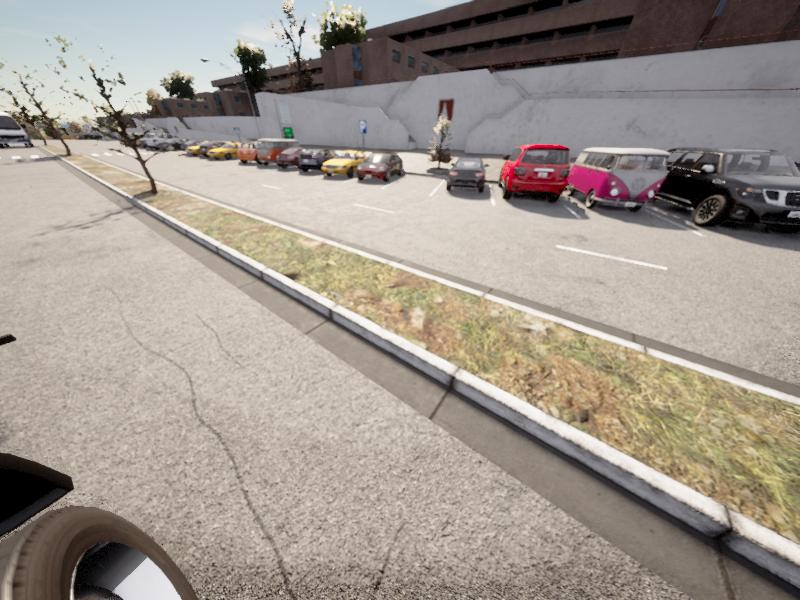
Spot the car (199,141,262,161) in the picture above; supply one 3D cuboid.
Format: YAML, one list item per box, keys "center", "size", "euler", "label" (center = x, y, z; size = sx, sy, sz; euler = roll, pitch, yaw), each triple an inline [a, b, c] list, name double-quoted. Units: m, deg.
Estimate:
- center: [-18.040, -16.188, 24.997]
  size: [1.946, 1.575, 5.366]
  euler: [11, 36, 12]
  label: "car"

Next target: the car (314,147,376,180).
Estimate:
- center: [-3.606, -9.862, 16.485]
  size: [1.946, 1.575, 5.366]
  euler: [10, 36, 13]
  label: "car"

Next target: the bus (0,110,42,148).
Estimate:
- center: [-59.732, -25.742, 35.079]
  size: [10.273, 4.253, 3.944]
  euler: [22, 41, 29]
  label: "bus"

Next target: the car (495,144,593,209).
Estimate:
- center: [6.069, -6.040, 10.790]
  size: [2.435, 2.045, 5.566]
  euler: [10, 36, 13]
  label: "car"

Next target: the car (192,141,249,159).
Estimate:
- center: [-20.389, -17.342, 26.598]
  size: [2.163, 1.488, 4.792]
  euler: [10, 36, 13]
  label: "car"

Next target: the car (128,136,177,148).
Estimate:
- center: [-41.971, -26.941, 39.456]
  size: [1.946, 1.575, 5.366]
  euler: [10, 36, 13]
  label: "car"

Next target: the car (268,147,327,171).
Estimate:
- center: [-8.376, -12.022, 19.503]
  size: [2.002, 1.452, 4.674]
  euler: [10, 36, 13]
  label: "car"

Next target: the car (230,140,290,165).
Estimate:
- center: [-13.190, -14.252, 22.224]
  size: [2.185, 1.767, 4.553]
  euler: [10, 36, 13]
  label: "car"

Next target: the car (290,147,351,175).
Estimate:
- center: [-5.962, -10.998, 18.103]
  size: [2.163, 1.488, 4.792]
  euler: [10, 36, 13]
  label: "car"

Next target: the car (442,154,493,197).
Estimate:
- center: [3.653, -6.814, 12.363]
  size: [2.002, 1.452, 4.674]
  euler: [10, 36, 13]
  label: "car"

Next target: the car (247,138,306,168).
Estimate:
- center: [-10.795, -13.226, 20.678]
  size: [1.878, 1.987, 4.442]
  euler: [11, 36, 12]
  label: "car"

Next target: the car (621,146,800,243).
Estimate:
- center: [10.871, -3.952, 7.868]
  size: [2.435, 2.045, 5.566]
  euler: [10, 36, 13]
  label: "car"

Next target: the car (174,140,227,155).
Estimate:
- center: [-25.204, -19.438, 29.403]
  size: [2.002, 1.452, 4.674]
  euler: [10, 36, 13]
  label: "car"

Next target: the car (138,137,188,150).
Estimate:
- center: [-37.209, -24.744, 36.469]
  size: [2.097, 1.535, 5.008]
  euler: [11, 36, 13]
  label: "car"

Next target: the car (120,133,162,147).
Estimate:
- center: [-46.853, -29.050, 41.934]
  size: [1.878, 1.987, 4.442]
  euler: [11, 36, 13]
  label: "car"

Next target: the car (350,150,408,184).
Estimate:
- center: [-1.162, -8.879, 15.200]
  size: [2.163, 1.488, 4.792]
  euler: [11, 36, 13]
  label: "car"

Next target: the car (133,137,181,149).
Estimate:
- center: [-39.622, -25.786, 37.885]
  size: [2.231, 1.521, 4.892]
  euler: [10, 36, 13]
  label: "car"

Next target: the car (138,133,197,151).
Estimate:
- center: [-34.803, -23.915, 34.927]
  size: [2.435, 2.045, 5.566]
  euler: [10, 36, 13]
  label: "car"

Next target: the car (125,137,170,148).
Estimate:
- center: [-44.420, -27.875, 40.774]
  size: [2.163, 1.488, 4.792]
  euler: [10, 36, 13]
  label: "car"

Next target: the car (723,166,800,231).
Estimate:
- center: [13.271, -2.731, 6.593]
  size: [2.231, 1.521, 4.892]
  euler: [10, 35, 13]
  label: "car"

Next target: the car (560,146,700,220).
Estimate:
- center: [8.441, -4.910, 9.249]
  size: [1.878, 1.987, 4.442]
  euler: [10, 36, 13]
  label: "car"

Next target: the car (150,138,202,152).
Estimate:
- center: [-32.399, -22.641, 33.634]
  size: [2.231, 1.521, 4.892]
  euler: [11, 36, 12]
  label: "car"

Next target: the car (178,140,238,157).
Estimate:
- center: [-22.847, -18.314, 27.820]
  size: [1.946, 1.575, 5.366]
  euler: [11, 36, 12]
  label: "car"
